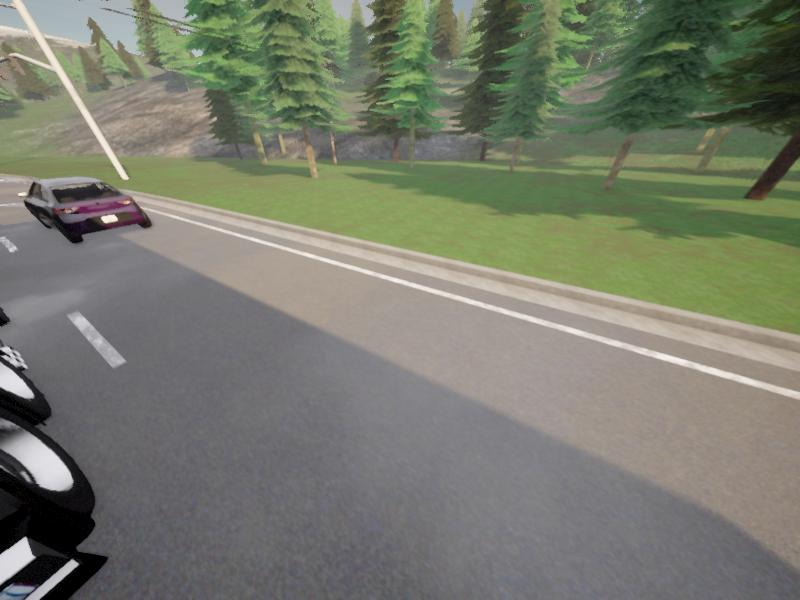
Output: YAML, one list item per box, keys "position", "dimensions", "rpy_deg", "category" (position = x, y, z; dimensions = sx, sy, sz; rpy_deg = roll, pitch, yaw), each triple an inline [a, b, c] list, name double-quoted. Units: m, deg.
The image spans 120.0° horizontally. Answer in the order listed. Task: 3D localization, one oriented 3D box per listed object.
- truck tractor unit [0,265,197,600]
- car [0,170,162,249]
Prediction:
- position: [-5.117, -0.291, 0.788]
  dimensions: [6.516, 4.208, 3.053]
  rpy_deg: [18, 39, 24]
  category: "truck tractor unit"
- position: [-9.771, -2.956, 7.065]
  dimensions: [4.193, 1.474, 1.816]
  rpy_deg: [18, 39, 24]
  category: "car"
